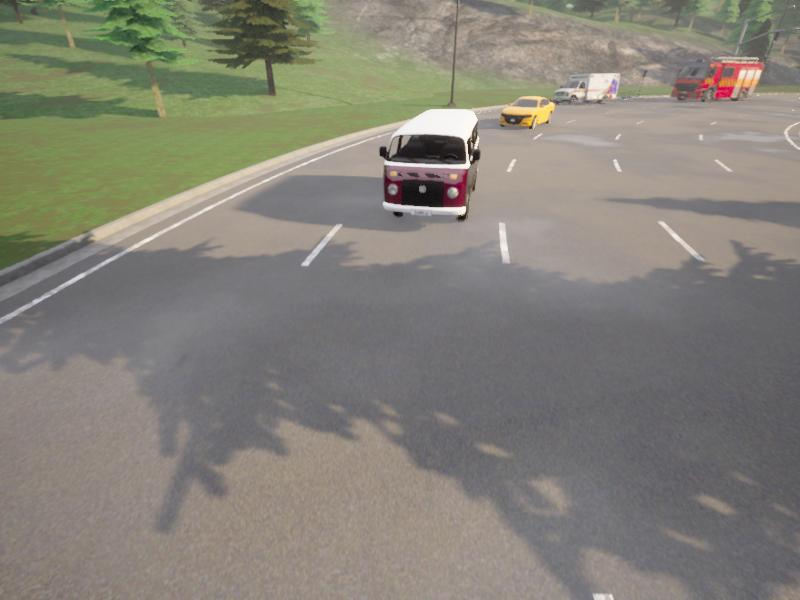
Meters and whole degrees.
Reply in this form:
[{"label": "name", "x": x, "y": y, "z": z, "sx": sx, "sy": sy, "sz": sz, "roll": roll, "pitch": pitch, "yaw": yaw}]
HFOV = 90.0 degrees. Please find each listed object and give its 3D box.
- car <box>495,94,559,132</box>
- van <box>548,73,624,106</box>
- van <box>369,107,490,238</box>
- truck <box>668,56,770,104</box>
[{"label": "car", "x": 7.457, "y": -10.950, "z": 23.191, "sx": 1.882, "sy": 1.535, "sz": 5.008, "roll": 19, "pitch": 35, "yaw": 29}, {"label": "van", "x": 16.850, "y": -19.071, "z": 36.297, "sx": 6.366, "sy": 2.431, "sz": 2.351, "roll": -15, "pitch": 30, "yaw": -24}, {"label": "van", "x": 0.935, "y": -3.338, "z": 9.665, "sx": 2.069, "sy": 2.038, "sz": 4.480, "roll": 6, "pitch": 31, "yaw": 12}, {"label": "truck", "x": 31.358, "y": -21.726, "z": 39.488, "sx": 8.468, "sy": 3.827, "sz": 2.891, "roll": -12, "pitch": 32, "yaw": -19}]
